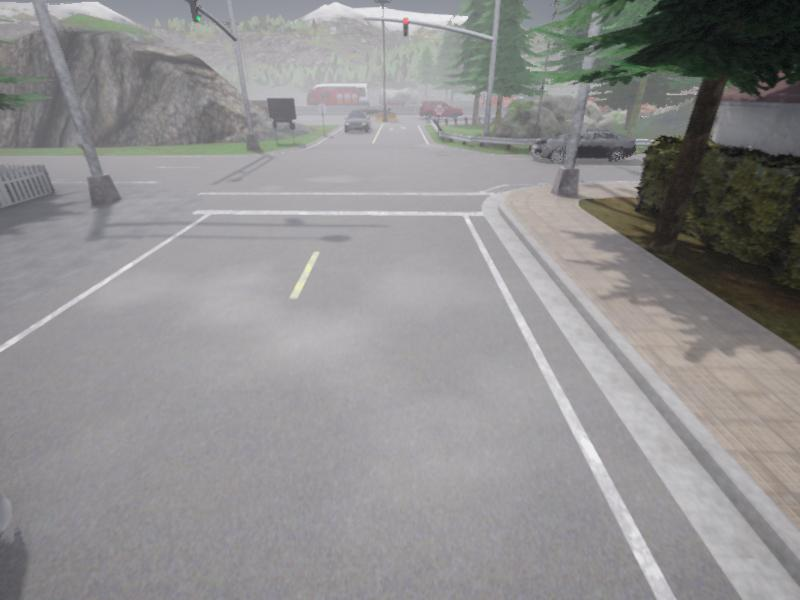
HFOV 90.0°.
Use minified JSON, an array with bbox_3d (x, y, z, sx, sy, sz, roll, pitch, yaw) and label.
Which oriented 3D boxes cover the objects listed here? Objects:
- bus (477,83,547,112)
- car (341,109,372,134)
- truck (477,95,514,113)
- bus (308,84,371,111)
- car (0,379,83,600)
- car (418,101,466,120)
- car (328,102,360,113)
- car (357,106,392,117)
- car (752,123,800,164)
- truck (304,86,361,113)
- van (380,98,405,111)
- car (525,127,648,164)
[{"bbox_3d":[18.715,-34.249,67.612,10.273,4.253,3.944,0,28,0],"label":"bus"},{"bbox_3d":[-3.488,-14.868,33.232,2.038,1.542,4.974,0,28,0],"label":"car"},{"bbox_3d":[15.492,-31.890,65.050,5.204,2.467,2.627,0,28,0],"label":"truck"},{"bbox_3d":[-10.551,-35.862,70.877,10.273,4.253,3.944,0,28,0],"label":"bus"},{"bbox_3d":[-3.511,2.223,0.865,1.812,1.442,4.674,-1,27,0],"label":"car"},{"bbox_3d":[5.142,-23.586,49.699,5.566,2.045,2.150,0,28,0],"label":"car"},{"bbox_3d":[-9.564,-33.002,68.554,5.027,1.651,2.152,0,28,0],"label":"car"},{"bbox_3d":[-3.511,-26.494,56.126,4.718,1.301,1.895,0,28,0],"label":"car"},{"bbox_3d":[20.961,-7.801,19.839,4.611,1.667,2.242,0,28,1],"label":"car"},{"bbox_3d":[-10.775,-32.486,64.887,8.468,3.827,2.891,0,28,0],"label":"truck"},{"bbox_3d":[-1.364,-34.915,71.459,4.442,1.987,1.775,0,28,0],"label":"van"},{"bbox_3d":[9.114,-7.723,19.935,4.902,1.511,2.128,0,28,-1],"label":"car"}]
